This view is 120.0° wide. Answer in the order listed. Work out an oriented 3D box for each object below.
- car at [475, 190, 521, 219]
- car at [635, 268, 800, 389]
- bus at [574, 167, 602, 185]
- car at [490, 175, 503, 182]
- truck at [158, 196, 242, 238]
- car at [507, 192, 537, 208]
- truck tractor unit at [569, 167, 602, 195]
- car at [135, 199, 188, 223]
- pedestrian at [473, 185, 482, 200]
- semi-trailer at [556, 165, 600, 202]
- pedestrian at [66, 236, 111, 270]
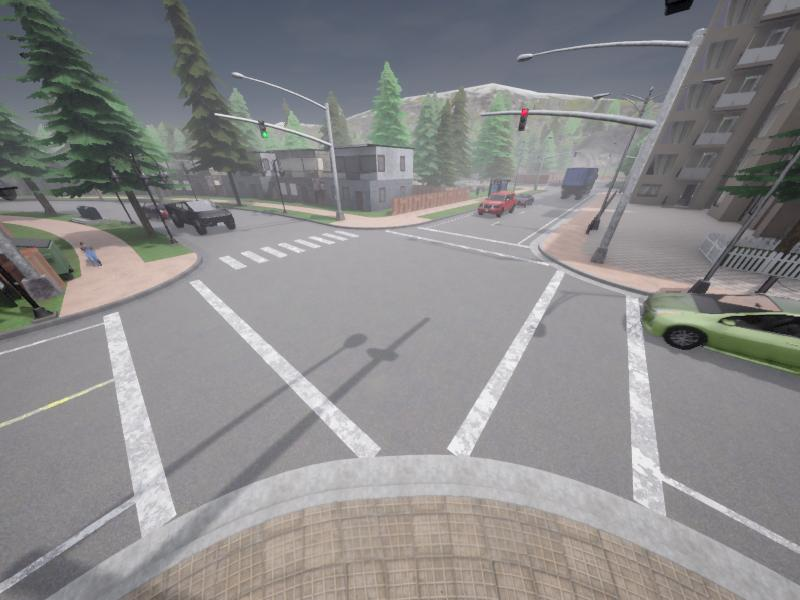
[{"bbox_3d":[10.071,-9.866,23.608,2.150,2.045,5.566,24,38,35],"label":"car"},{"bbox_3d":[9.207,0.781,5.718,4.514,1.525,2.007,24,38,35],"label":"car"},{"bbox_3d":[53.958,-35.694,66.140,3.944,4.253,10.273,24,38,35],"label":"bus"},{"bbox_3d":[29.590,-37.325,71.038,1.932,1.855,4.605,23,37,34],"label":"car"},{"bbox_3d":[-15.490,-6.599,17.860,6.274,2.098,2.390,18,34,28],"label":"truck"},{"bbox_3d":[15.349,-12.575,28.979,1.994,1.385,4.181,24,38,35],"label":"car"},{"bbox_3d":[33.760,-21.768,42.053,3.053,4.208,6.516,22,37,33],"label":"truck tractor unit"},{"bbox_3d":[-21.960,-8.258,21.303,3.633,1.501,1.845,14,33,22],"label":"car"},{"bbox_3d":[10.990,-15.263,32.789,0.751,1.860,0.751,12,32,20],"label":"pedestrian"},{"bbox_3d":[28.654,-18.833,36.765,2.717,4.402,14.254,23,37,34],"label":"semi-trailer"},{"bbox_3d":[-14.286,-2.177,10.645,0.751,1.300,0.751,24,38,35],"label":"pedestrian"}]
